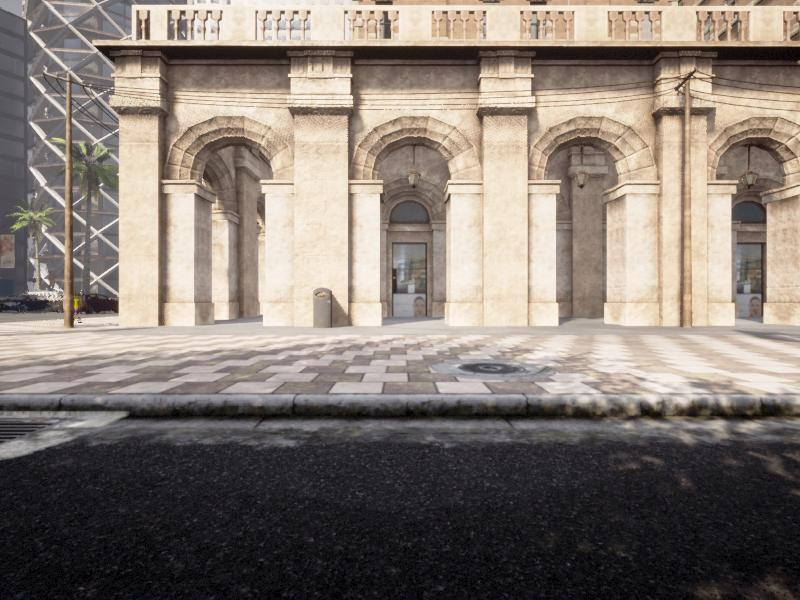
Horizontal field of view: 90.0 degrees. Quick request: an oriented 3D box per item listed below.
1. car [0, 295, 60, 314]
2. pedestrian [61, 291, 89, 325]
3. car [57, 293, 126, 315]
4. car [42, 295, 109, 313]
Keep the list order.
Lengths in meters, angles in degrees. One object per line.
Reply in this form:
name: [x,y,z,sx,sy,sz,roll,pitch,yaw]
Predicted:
car: [-29.332,0.307,31.230,1.994,1.385,4.181,0,0,-1]
pedestrian: [-10.721,0.265,13.207,0.500,1.100,0.500,0,0,0]
car: [-22.326,0.254,29.207,1.816,1.474,4.193,0,0,0]
car: [-25.823,0.307,32.045,1.994,1.385,4.181,0,0,1]
